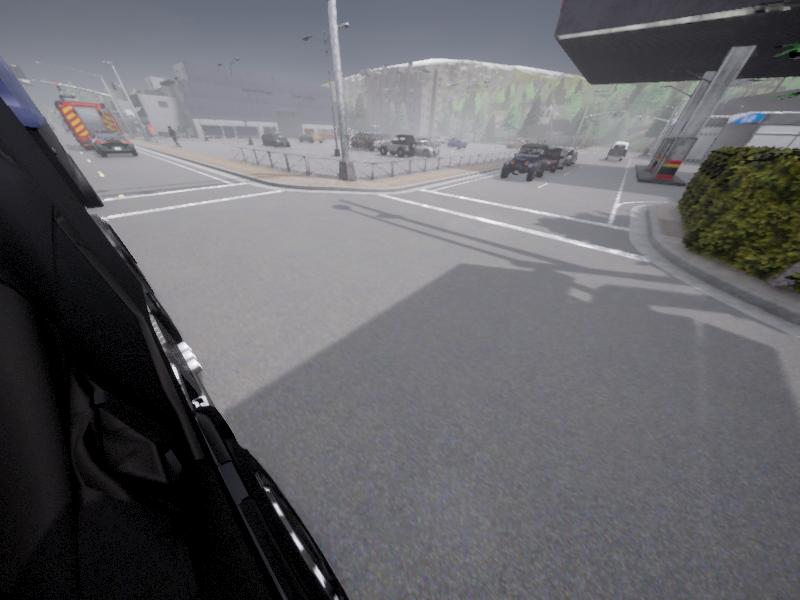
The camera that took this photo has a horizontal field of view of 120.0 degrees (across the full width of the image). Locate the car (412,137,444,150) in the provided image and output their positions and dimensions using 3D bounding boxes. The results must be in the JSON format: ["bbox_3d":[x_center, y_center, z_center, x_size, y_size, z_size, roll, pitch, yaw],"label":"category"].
[{"bbox_3d":[4.432,-25.019,36.910,4.514,1.523,2.007,27,43,30],"label":"car"}]

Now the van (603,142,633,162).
[{"bbox_3d":[29.052,-19.789,30.724,2.069,2.038,4.480,27,43,31],"label":"van"}]

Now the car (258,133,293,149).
[{"bbox_3d":[-16.223,-20.771,30.084,4.514,1.523,2.007,27,43,30],"label":"car"}]

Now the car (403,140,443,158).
[{"bbox_3d":[2.435,-16.495,25.166,3.806,1.475,1.970,27,43,30],"label":"car"}]

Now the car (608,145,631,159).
[{"bbox_3d":[33.483,-22.565,35.202,2.007,1.525,4.514,27,43,31],"label":"car"}]

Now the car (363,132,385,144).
[{"bbox_3d":[-5.677,-35.244,50.198,4.605,1.855,1.932,27,43,30],"label":"car"}]

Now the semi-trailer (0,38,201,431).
[{"bbox_3d":[-8.715,-3.564,4.253,14.254,4.402,2.717,28,43,30],"label":"semi-trailer"}]

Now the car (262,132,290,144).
[{"bbox_3d":[-19.284,-25.194,35.930,3.806,1.475,1.970,27,43,30],"label":"car"}]

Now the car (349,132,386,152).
[{"bbox_3d":[-4.089,-20.026,29.282,4.605,1.855,1.932,27,43,30],"label":"car"}]

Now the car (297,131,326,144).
[{"bbox_3d":[-15.419,-28.186,40.102,5.027,1.636,2.152,27,43,30],"label":"car"}]

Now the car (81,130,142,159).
[{"bbox_3d":[-22.065,-11.967,17.655,4.974,1.542,2.038,27,43,31],"label":"car"}]

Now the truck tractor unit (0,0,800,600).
[{"bbox_3d":[-2.645,-0.295,0.352,6.516,4.208,3.053,28,44,30],"label":"truck tractor unit"}]

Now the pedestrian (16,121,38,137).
[{"bbox_3d":[-54.279,-24.875,33.630,0.751,1.860,0.751,-22,42,-29],"label":"pedestrian"}]

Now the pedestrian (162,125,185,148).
[{"bbox_3d":[-22.649,-16.387,23.143,0.751,1.860,0.751,1,36,-1],"label":"pedestrian"}]

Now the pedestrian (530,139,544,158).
[{"bbox_3d":[16.919,-18.762,28.596,0.751,1.860,0.751,27,43,31],"label":"pedestrian"}]

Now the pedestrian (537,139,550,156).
[{"bbox_3d":[19.032,-20.224,30.712,0.751,1.860,0.751,27,43,30],"label":"pedestrian"}]

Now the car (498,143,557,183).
[{"bbox_3d":[8.223,-8.899,14.861,1.905,1.878,3.866,27,43,31],"label":"car"}]

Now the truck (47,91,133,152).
[{"bbox_3d":[-28.857,-16.415,21.518,8.468,3.827,2.891,27,43,31],"label":"truck"}]

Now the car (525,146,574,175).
[{"bbox_3d":[12.383,-11.593,18.995,2.033,1.649,4.856,27,43,31],"label":"car"}]

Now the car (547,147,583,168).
[{"bbox_3d":[16.459,-14.277,23.016,1.970,1.475,3.806,27,43,31],"label":"car"}]

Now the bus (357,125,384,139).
[{"bbox_3d":[-11.175,-63.583,87.358,10.273,4.253,3.944,27,43,30],"label":"bus"}]

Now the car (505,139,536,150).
[{"bbox_3d":[24.342,-31.489,46.819,5.027,1.636,2.152,27,43,30],"label":"car"}]

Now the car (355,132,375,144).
[{"bbox_3d":[-7.221,-33.831,48.141,3.866,1.878,1.905,27,43,30],"label":"car"}]

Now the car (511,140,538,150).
[{"bbox_3d":[26.311,-32.871,48.833,4.514,1.523,2.007,27,43,30],"label":"car"}]

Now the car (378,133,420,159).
[{"bbox_3d":[-0.156,-15.514,23.208,3.866,1.878,1.905,27,43,30],"label":"car"}]

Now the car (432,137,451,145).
[{"bbox_3d":[10.111,-38.849,56.397,3.806,1.475,1.970,27,43,30],"label":"car"}]

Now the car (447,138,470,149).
[{"bbox_3d":[10.865,-29.346,43.215,3.633,1.501,1.845,27,43,30],"label":"car"}]
